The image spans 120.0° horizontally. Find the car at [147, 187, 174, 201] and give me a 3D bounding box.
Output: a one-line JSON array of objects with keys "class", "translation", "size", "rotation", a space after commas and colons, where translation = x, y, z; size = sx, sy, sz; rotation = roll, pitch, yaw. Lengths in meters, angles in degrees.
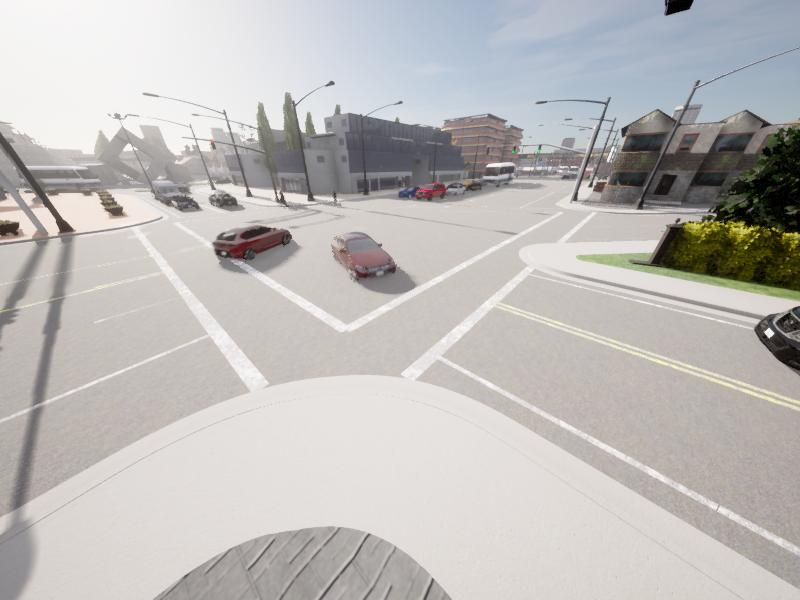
[{"class": "car", "translation": [-35.140, -15.621, 33.838], "size": [3.633, 1.501, 1.845], "rotation": [22, 37, 33]}]

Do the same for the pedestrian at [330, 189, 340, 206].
[{"class": "pedestrian", "translation": [-7.768, -12.229, 27.583], "size": [0.751, 1.860, 0.751], "rotation": [2, 30, 4]}]

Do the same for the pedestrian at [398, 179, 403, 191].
[{"class": "pedestrian", "translation": [0.081, -21.409, 43.016], "size": [0.751, 1.860, 0.751], "rotation": [22, 36, 33]}]

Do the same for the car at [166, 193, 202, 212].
[{"class": "car", "translation": [-24.281, -11.043, 25.962], "size": [4.193, 1.474, 1.816], "rotation": [23, 37, 34]}]

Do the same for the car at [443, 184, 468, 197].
[{"class": "car", "translation": [9.175, -18.068, 37.952], "size": [1.812, 1.442, 4.674], "rotation": [23, 38, 34]}]

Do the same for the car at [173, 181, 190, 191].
[{"class": "car", "translation": [-44.098, -23.018, 46.704], "size": [1.816, 1.474, 4.193], "rotation": [-18, 35, -28]}]

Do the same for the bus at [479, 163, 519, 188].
[{"class": "bus", "translation": [21.353, -26.851, 49.516], "size": [3.944, 4.253, 10.273], "rotation": [23, 38, 34]}]

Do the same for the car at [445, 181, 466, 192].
[{"class": "car", "translation": [10.656, -21.736, 44.166], "size": [1.994, 1.385, 4.181], "rotation": [24, 39, 35]}]

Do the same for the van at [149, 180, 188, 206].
[{"class": "van", "translation": [-29.986, -13.922, 29.886], "size": [5.915, 2.561, 1.988], "rotation": [23, 37, 34]}]

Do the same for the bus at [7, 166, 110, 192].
[{"class": "bus", "translation": [-64.918, -23.337, 44.471], "size": [10.273, 4.253, 3.944], "rotation": [-5, 30, -9]}]

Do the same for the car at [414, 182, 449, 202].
[{"class": "car", "translation": [4.495, -15.481, 32.969], "size": [2.150, 2.045, 5.566], "rotation": [23, 37, 34]}]

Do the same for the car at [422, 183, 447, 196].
[{"class": "car", "translation": [5.948, -18.877, 39.331], "size": [1.837, 1.490, 4.892], "rotation": [22, 38, 34]}]

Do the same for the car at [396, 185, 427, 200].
[{"class": "car", "translation": [1.789, -16.373, 35.030], "size": [1.882, 1.535, 5.008], "rotation": [22, 37, 34]}]

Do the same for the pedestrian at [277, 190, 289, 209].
[{"class": "pedestrian", "translation": [-13.032, -11.167, 25.750], "size": [0.751, 1.860, 0.751], "rotation": [-13, 32, -21]}]

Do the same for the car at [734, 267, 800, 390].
[{"class": "car", "translation": [11.035, 1.388, 3.860], "size": [5.566, 2.045, 2.150], "rotation": [23, 37, 34]}]

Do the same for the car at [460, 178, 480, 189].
[{"class": "car", "translation": [14.715, -24.380, 48.283], "size": [1.882, 1.535, 5.008], "rotation": [23, 39, 34]}]

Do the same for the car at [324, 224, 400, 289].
[{"class": "car", "translation": [-1.951, -2.301, 10.885], "size": [1.812, 1.442, 4.674], "rotation": [-16, 34, -25]}]

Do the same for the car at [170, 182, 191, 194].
[{"class": "car", "translation": [-39.723, -20.263, 41.765], "size": [1.930, 1.638, 5.238], "rotation": [-26, 39, -37]}]

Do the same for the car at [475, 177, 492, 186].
[{"class": "car", "translation": [19.038, -27.106, 52.717], "size": [1.812, 1.442, 4.674], "rotation": [23, 39, 34]}]

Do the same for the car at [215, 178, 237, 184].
[{"class": "car", "translation": [-48.730, -33.508, 64.955], "size": [2.033, 1.411, 5.357], "rotation": [1, 30, 2]}]

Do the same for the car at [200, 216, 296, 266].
[{"class": "car", "translation": [-8.056, -3.451, 12.871], "size": [1.816, 1.474, 4.193], "rotation": [8, 31, 13]}]

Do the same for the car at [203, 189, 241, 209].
[{"class": "car", "translation": [-21.378, -12.152, 27.717], "size": [5.238, 1.638, 1.930], "rotation": [24, 37, 34]}]

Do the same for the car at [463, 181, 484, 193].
[{"class": "car", "translation": [13.549, -20.801, 42.426], "size": [1.816, 1.474, 4.193], "rotation": [23, 38, 34]}]

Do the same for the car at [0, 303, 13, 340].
[{"class": "car", "translation": [-13.447, 1.184, 5.150], "size": [1.895, 1.301, 4.718], "rotation": [23, 38, 34]}]
